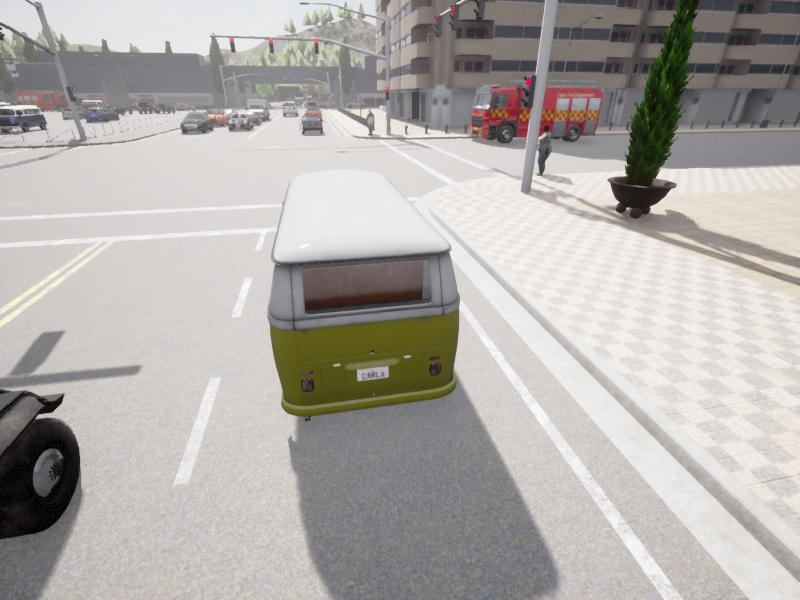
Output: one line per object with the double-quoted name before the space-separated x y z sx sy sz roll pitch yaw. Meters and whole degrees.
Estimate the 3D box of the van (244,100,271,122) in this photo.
"van" -18.386 -24.594 51.880 2.351 2.431 6.366 -5 28 -10

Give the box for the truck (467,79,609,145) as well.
"truck" 9.338 -13.058 27.723 8.468 3.827 2.891 -5 28 -10

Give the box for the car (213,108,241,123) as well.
"car" -21.410 -22.941 49.702 2.163 1.488 4.792 -5 28 -10

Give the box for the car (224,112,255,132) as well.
"car" -15.225 -17.032 38.190 1.970 1.475 3.806 -5 28 -10

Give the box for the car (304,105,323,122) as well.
"car" -11.041 -23.862 51.133 2.097 1.767 4.553 -5 28 -10

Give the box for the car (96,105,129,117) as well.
"car" -44.213 -29.193 61.651 2.033 1.415 5.357 -5 28 -10

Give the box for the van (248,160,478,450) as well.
"van" -0.681 -0.526 5.471 1.775 1.987 4.442 -5 28 -10

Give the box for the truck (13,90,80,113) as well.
"truck" -67.366 -37.940 76.403 8.468 3.827 2.891 -5 28 -9

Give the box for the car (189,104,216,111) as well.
"car" -42.998 -42.014 87.064 4.718 1.301 1.895 -5 28 -9

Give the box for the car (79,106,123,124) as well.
"car" -35.287 -21.933 47.357 2.242 1.667 4.611 -5 28 -10

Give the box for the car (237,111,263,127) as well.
"car" -16.649 -20.203 44.485 1.994 1.385 4.181 -5 28 -10

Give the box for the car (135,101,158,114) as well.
"car" -42.803 -32.529 67.634 1.905 1.878 3.866 -5 28 -10

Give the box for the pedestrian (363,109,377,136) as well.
"pedestrian" -2.313 -13.719 30.905 0.751 1.860 0.751 -17 31 -29

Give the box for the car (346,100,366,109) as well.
"car" -10.533 -46.948 95.997 4.605 1.855 1.932 -5 28 -10

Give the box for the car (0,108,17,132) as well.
"car" -35.170 -15.055 33.592 1.932 1.855 4.605 -5 28 -10

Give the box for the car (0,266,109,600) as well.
"car" -3.361 1.531 1.574 1.905 1.878 3.866 -5 28 -10

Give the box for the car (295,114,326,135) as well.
"car" -8.117 -15.877 36.022 2.033 1.411 5.357 -8 28 -15

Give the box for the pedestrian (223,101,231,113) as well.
"pedestrian" -30.409 -33.906 70.271 0.751 1.860 0.751 -6 28 -11

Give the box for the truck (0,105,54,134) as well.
"truck" -32.344 -15.430 34.110 2.069 2.038 4.478 -5 28 -10

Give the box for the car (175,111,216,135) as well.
"car" -18.346 -16.078 36.176 2.033 1.649 4.856 -5 28 -10

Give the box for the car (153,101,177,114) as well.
"car" -39.953 -32.766 68.085 1.932 1.855 4.605 -5 28 -10

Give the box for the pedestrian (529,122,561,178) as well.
"pedestrian" 5.417 -5.647 15.064 0.751 1.860 0.751 4 27 7

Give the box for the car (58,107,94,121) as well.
"car" -42.058 -24.249 52.034 1.970 1.475 3.806 -5 28 -10

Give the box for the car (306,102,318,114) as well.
"car" -16.090 -35.313 73.358 1.905 1.878 3.866 -5 28 -10

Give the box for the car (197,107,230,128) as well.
"car" -19.896 -19.657 42.963 2.097 1.767 4.553 -5 28 -10

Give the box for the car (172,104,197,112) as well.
"car" -43.411 -38.765 80.645 3.806 1.475 1.970 -5 28 -10

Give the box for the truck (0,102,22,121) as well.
"truck" -50.566 -23.757 50.352 2.069 2.038 4.478 -5 28 -10

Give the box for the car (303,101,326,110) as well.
"car" -19.485 -44.361 91.225 4.856 1.649 2.033 -5 28 -10

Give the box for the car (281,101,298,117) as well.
"car" -17.262 -29.981 62.791 2.150 2.045 5.566 -5 28 -10

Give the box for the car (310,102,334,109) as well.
"car" -18.585 -46.476 95.463 5.008 1.535 1.882 8 28 15
